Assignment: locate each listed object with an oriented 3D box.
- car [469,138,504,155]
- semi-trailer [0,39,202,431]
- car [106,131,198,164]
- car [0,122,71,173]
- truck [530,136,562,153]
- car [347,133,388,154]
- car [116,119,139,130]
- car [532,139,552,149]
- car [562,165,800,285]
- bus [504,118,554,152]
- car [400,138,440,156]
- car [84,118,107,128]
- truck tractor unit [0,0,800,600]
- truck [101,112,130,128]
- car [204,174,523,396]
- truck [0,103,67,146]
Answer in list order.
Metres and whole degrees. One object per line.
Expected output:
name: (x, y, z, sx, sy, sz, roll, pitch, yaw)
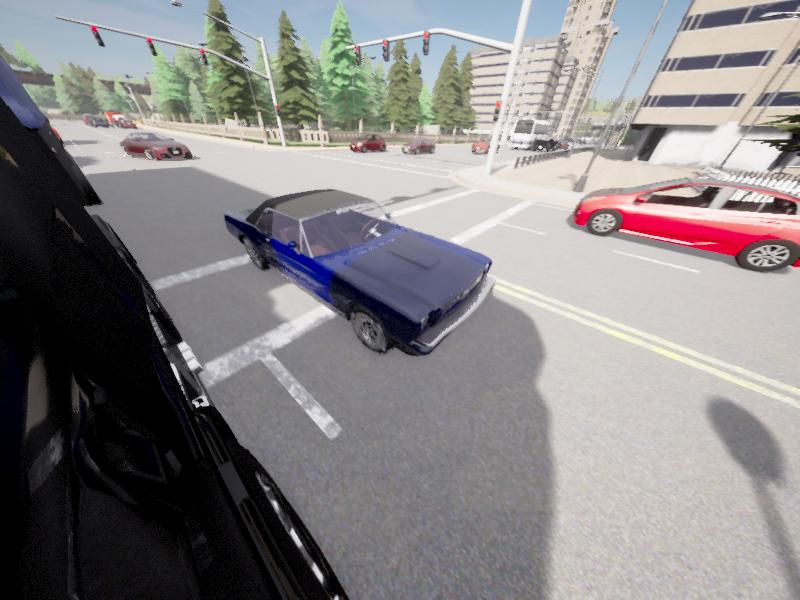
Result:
car: (11.133, -19.693, 29.572, 2.152, 1.651, 5.027, 28, 43, 30)
semi-trailer: (-8.707, -3.592, 4.231, 14.254, 4.402, 2.717, 28, 43, 30)
car: (-15.400, -9.613, 14.456, 4.181, 1.385, 1.994, 16, 39, 17)
car: (-18.373, -7.583, 11.297, 5.238, 1.638, 1.930, 28, 43, 30)
truck: (23.845, -25.348, 37.626, 2.390, 2.098, 6.274, 29, 43, 31)
car: (-3.307, -16.419, 24.221, 1.851, 1.617, 3.988, 30, 44, 31)
car: (-52.085, -33.577, 44.202, 3.806, 1.475, 1.970, 28, 43, 30)
car: (29.166, -31.921, 47.327, 2.128, 1.511, 4.902, 28, 43, 30)
car: (7.172, -2.185, 5.817, 4.514, 1.525, 2.007, 29, 44, 31)
bus: (22.550, -28.596, 40.111, 3.944, 4.253, 10.273, 28, 43, 30)
car: (2.195, -16.793, 25.226, 1.812, 1.442, 4.674, 28, 43, 30)
car: (-61.817, -35.990, 46.876, 5.357, 1.411, 2.033, 28, 43, 30)
truck tractor unit: (-2.645, -0.295, 0.351, 6.516, 4.208, 3.053, 28, 44, 30)
truck: (-62.171, -39.342, 50.464, 5.204, 2.467, 2.627, 28, 43, 30)
car: (-0.951, -0.912, 3.758, 4.718, 1.301, 1.895, 28, 43, 30)
truck: (-29.386, -13.760, 18.212, 5.204, 2.467, 2.627, 27, 43, 30)
